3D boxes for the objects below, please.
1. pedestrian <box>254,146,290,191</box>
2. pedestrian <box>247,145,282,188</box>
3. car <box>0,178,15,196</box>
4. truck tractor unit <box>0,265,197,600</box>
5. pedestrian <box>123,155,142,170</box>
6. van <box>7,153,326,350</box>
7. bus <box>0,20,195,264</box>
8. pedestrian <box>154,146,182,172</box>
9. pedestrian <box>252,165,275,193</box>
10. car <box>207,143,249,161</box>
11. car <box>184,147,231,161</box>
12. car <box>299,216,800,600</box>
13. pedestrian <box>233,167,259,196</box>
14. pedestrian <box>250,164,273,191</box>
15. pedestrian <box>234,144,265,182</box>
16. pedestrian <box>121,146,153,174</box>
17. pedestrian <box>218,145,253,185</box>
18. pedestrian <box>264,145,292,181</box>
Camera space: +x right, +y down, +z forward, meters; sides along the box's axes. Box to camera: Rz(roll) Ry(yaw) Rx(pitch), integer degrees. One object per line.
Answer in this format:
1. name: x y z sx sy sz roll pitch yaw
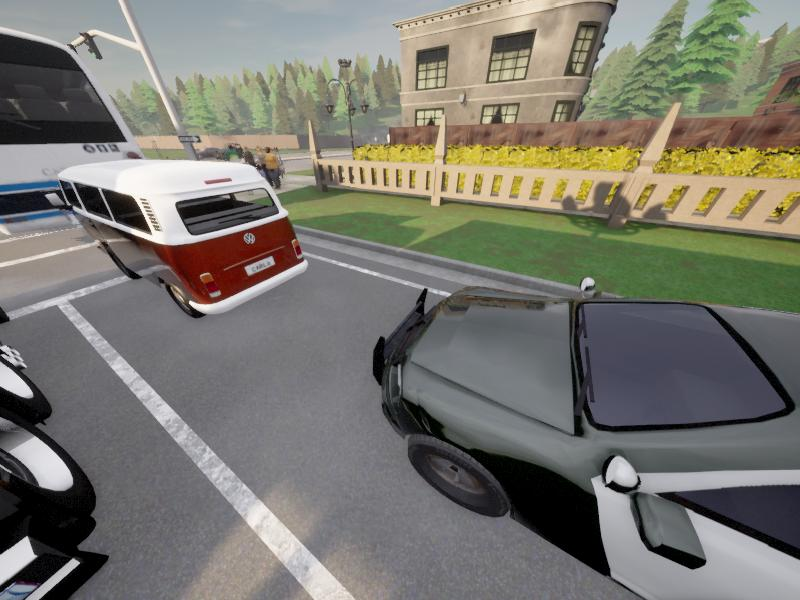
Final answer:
1. pedestrian: -6.326 -6.550 11.504 0.751 1.860 0.751 9 36 13
2. pedestrian: -6.957 -6.881 11.950 0.751 1.860 0.751 4 35 6
3. car: -21.902 -5.598 10.538 1.905 1.878 3.866 18 39 25
4. truck tractor unit: -5.112 -0.299 0.777 6.516 4.208 3.053 18 39 24
5. pedestrian: -23.326 -12.035 20.168 0.500 1.100 0.500 9 36 13
6. van: -3.918 -1.327 4.143 4.480 2.038 2.069 18 39 24
7. bus: -12.101 -5.298 7.980 10.273 4.253 3.944 26 43 32
8. pedestrian: -19.683 -11.961 19.635 0.751 1.860 0.751 18 39 25
9. pedestrian: -6.566 -5.841 11.154 0.500 1.100 0.500 19 39 25
10. car: -23.769 -20.661 32.166 1.905 1.878 3.866 18 39 25
11. car: -27.334 -20.948 32.994 1.812 1.442 4.674 18 39 25
12. car: 2.106 0.843 1.430 4.974 1.542 2.038 18 39 24
13. pedestrian: -6.967 -5.379 10.494 0.500 1.100 0.500 -5 35 -7
14. pedestrian: -6.989 -6.192 11.660 0.500 1.100 0.500 21 40 27
15. pedestrian: -8.863 -8.107 13.697 0.751 1.860 0.751 21 40 28
16. pedestrian: -21.606 -11.504 18.994 0.751 1.860 0.751 11 37 16
17. pedestrian: -9.067 -7.461 12.771 0.751 1.860 0.751 19 39 26
18. pedestrian: -7.473 -8.435 14.217 0.751 1.860 0.751 12 37 17
